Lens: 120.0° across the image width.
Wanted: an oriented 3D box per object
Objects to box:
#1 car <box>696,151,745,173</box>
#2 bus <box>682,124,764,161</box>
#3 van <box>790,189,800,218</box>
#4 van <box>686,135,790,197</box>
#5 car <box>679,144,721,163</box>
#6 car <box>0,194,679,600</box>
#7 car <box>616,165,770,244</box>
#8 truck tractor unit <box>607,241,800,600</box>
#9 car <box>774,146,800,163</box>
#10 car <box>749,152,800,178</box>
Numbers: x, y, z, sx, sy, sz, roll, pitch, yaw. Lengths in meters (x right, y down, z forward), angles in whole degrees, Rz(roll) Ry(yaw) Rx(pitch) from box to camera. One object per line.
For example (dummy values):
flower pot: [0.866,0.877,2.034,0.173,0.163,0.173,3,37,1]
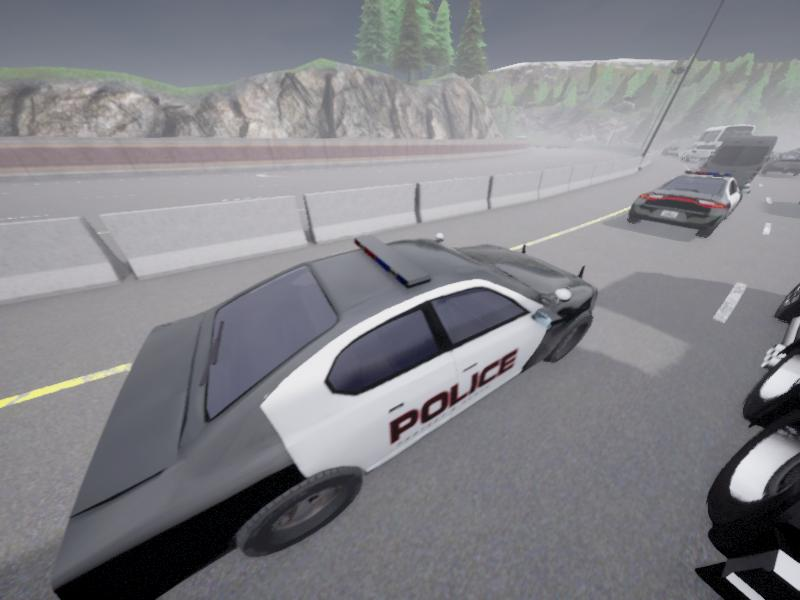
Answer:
car: [30.289,-13.227,22.002,4.514,1.525,2.007,-29,44,-36]
bus: [50.253,-24.935,36.652,3.944,4.253,10.273,22,40,28]
van: [17.324,-4.302,8.584,4.480,2.038,2.069,-24,42,-30]
van: [19.072,-7.820,13.226,5.915,2.561,1.988,-25,42,-31]
car: [41.111,-20.306,31.840,2.150,2.045,5.566,24,41,30]
car: [0.250,0.112,2.542,4.974,1.542,2.038,-19,39,-24]
car: [9.778,-3.425,7.699,4.974,1.542,2.038,-21,40,-28]
truck tractor unit: [5.071,-0.335,0.855,6.516,4.208,3.053,-20,39,-26]
car: [53.176,-19.354,30.698,1.932,1.855,4.605,23,41,29]
car: [32.220,-11.492,19.521,4.902,1.511,2.128,-29,44,-36]
